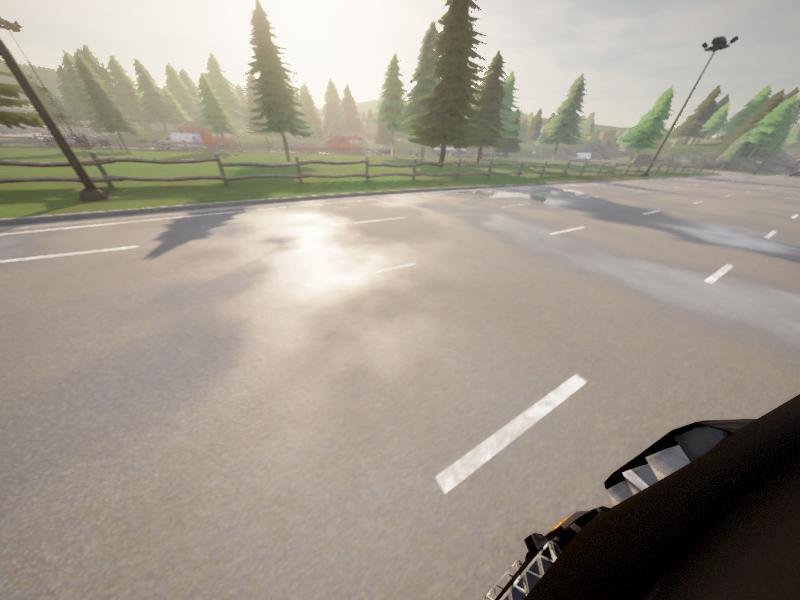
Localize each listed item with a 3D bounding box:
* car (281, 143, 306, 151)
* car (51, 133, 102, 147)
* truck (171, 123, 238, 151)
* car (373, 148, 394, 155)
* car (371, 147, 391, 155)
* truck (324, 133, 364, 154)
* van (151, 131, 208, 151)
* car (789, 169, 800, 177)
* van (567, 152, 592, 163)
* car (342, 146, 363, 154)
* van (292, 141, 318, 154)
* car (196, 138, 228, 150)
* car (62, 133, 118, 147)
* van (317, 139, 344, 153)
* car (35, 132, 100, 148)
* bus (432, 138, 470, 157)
[{"bbox_3d":[-25.550,-36.658,55.380,4.974,1.542,2.038,-16,38,-26],"label":"car"},{"bbox_3d":[-50.520,-25.038,36.196,3.988,1.617,1.851,-16,38,-26],"label":"car"},{"bbox_3d":[-35.745,-30.171,42.942,8.468,3.827,2.891,-16,38,-26],"label":"truck"},{"bbox_3d":[-4.018,-36.043,56.103,4.892,1.490,1.837,-17,39,-25],"label":"car"},{"bbox_3d":[-5.017,-40.259,62.301,5.008,1.535,1.882,-16,38,-26],"label":"car"},{"bbox_3d":[-13.017,-36.669,54.296,8.468,3.827,2.891,-16,38,-26],"label":"truck"},{"bbox_3d":[-37.148,-26.950,39.288,6.366,2.431,2.351,-16,38,-26],"label":"van"},{"bbox_3d":[85.767,-27.157,49.420,4.674,1.442,1.812,-16,38,-26],"label":"car"},{"bbox_3d":[59.332,-47.147,76.329,5.915,2.561,1.988,23,39,27],"label":"van"},{"bbox_3d":[-12.067,-38.210,58.802,4.514,1.525,2.007,-16,38,-26],"label":"car"},{"bbox_3d":[-19.722,-31.754,48.120,4.442,1.987,1.775,-16,38,-26],"label":"van"},{"bbox_3d":[-37.330,-31.128,46.083,4.553,1.767,2.097,-16,38,-26],"label":"car"},{"bbox_3d":[-51.902,-26.891,38.849,5.027,1.651,2.152,-16,38,-26],"label":"car"},{"bbox_3d":[-17.663,-39.320,59.039,5.915,2.561,1.988,-16,38,-26],"label":"van"},{"bbox_3d":[-48.440,-23.393,33.875,4.856,1.649,2.033,-16,38,-26],"label":"car"},{"bbox_3d":[15.068,-44.793,68.083,10.273,4.253,3.944,-16,38,-26],"label":"bus"}]
